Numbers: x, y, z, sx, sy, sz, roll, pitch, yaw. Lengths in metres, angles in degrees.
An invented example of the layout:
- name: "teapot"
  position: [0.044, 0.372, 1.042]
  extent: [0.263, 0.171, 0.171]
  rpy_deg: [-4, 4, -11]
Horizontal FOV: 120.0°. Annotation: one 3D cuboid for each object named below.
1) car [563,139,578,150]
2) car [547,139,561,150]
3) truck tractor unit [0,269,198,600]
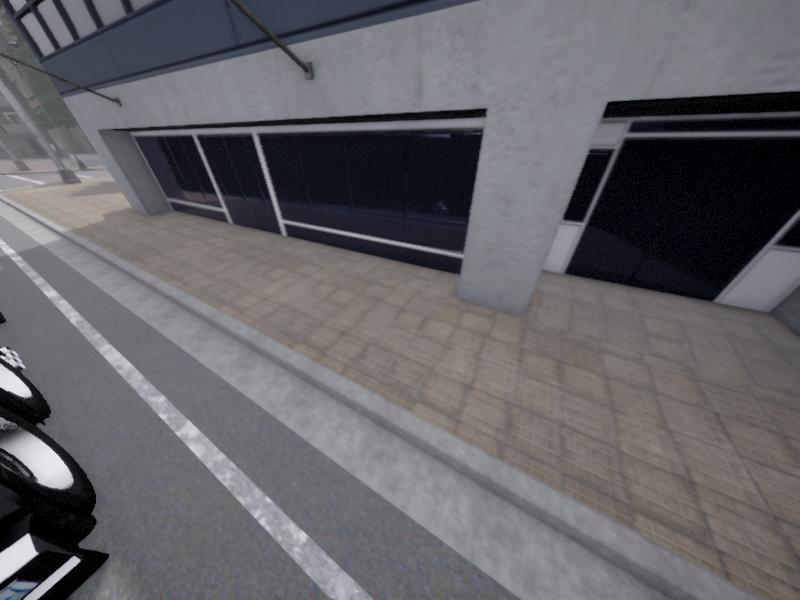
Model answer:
- name: "car"
  position: [35.398, -32.344, 48.098]
  extent: [1.905, 1.878, 3.866]
  rpy_deg: [17, 38, 23]
- name: "car"
  position: [32.643, -32.894, 48.945]
  extent: [1.932, 1.855, 4.605]
  rpy_deg: [17, 38, 23]
- name: "truck tractor unit"
  position: [-5.122, -0.287, 0.775]
  extent: [6.516, 4.208, 3.053]
  rpy_deg: [18, 39, 24]
